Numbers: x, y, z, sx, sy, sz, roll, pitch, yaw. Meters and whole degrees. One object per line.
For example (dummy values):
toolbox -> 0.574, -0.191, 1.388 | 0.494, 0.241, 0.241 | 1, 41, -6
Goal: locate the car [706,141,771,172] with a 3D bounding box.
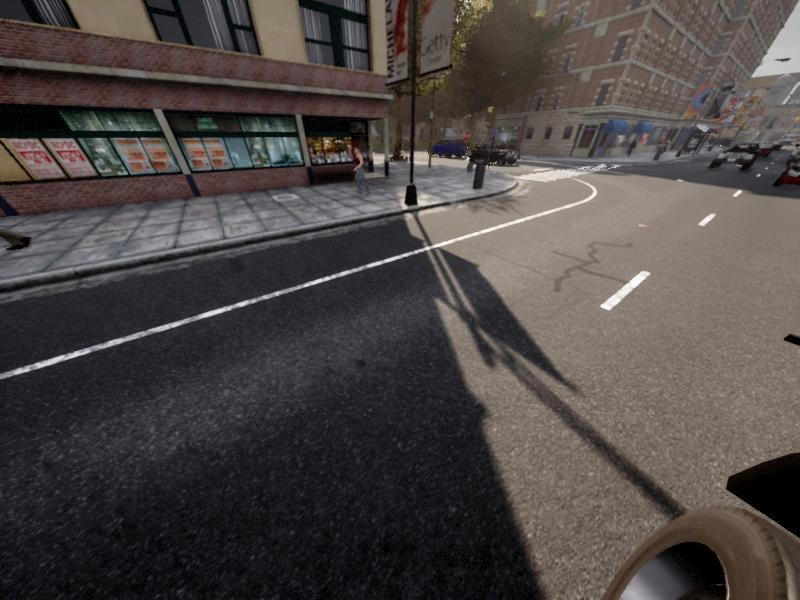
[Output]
car -> 26.855, -11.461, 18.336 | 4.605, 1.855, 1.932 | -22, 41, -28

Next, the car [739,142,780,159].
car -> 43.487, -18.101, 27.926 | 5.008, 1.535, 1.882 | -22, 41, -28

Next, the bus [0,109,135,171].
bus -> -33.313, -14.717, 21.352 | 10.273, 4.253, 3.944 | -22, 41, -28

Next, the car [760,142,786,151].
car -> 65.675, -27.042, 40.643 | 4.718, 1.301, 1.895 | -22, 41, -28

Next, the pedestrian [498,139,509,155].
pedestrian -> 14.393, -21.360, 32.182 | 0.751, 1.860, 0.751 | 22, 41, 29

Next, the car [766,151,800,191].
car -> 21.636, -6.716, 11.988 | 4.792, 1.488, 2.163 | -22, 41, -28

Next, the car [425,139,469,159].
car -> 6.033, -19.997, 30.456 | 2.150, 2.045, 5.566 | -23, 41, -29

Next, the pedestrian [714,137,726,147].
pedestrian -> 72.146, -35.680, 52.061 | 0.751, 1.860, 0.751 | -23, 41, -29

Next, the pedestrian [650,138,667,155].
pedestrian -> 34.230, -20.343, 30.589 | 0.751, 1.860, 0.751 | -25, 42, -31

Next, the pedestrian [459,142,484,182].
pedestrian -> 4.001, -7.779, 12.993 | 0.751, 1.860, 0.751 | -27, 43, -32

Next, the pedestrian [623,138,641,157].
pedestrian -> 27.415, -17.978, 27.286 | 0.751, 1.860, 0.751 | -28, 44, -34

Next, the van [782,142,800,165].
van -> 39.943, -14.562, 22.160 | 6.366, 2.431, 2.351 | -22, 41, -28

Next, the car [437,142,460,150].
car -> 10.636, -33.846, 50.709 | 4.718, 1.301, 1.895 | -22, 41, -28

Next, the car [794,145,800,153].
car -> 64.849, -24.301, 36.639 | 4.674, 1.442, 1.812 | -22, 41, -28

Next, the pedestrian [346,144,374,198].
pedestrian -> -1.655, -5.365, 9.612 | 0.751, 1.860, 0.751 | -18, 39, -23

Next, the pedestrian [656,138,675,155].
pedestrian -> 34.682, -20.052, 30.174 | 0.751, 1.860, 0.751 | -23, 41, -29

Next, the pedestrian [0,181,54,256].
pedestrian -> -8.782, -1.952, 4.824 | 0.751, 1.860, 0.751 | -22, 40, -27

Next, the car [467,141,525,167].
car -> 9.058, -14.097, 22.208 | 1.932, 1.855, 4.605 | -23, 41, -29

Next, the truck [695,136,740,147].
truck -> 81.459, -40.861, 59.436 | 2.390, 2.098, 6.274 | -22, 41, -28
